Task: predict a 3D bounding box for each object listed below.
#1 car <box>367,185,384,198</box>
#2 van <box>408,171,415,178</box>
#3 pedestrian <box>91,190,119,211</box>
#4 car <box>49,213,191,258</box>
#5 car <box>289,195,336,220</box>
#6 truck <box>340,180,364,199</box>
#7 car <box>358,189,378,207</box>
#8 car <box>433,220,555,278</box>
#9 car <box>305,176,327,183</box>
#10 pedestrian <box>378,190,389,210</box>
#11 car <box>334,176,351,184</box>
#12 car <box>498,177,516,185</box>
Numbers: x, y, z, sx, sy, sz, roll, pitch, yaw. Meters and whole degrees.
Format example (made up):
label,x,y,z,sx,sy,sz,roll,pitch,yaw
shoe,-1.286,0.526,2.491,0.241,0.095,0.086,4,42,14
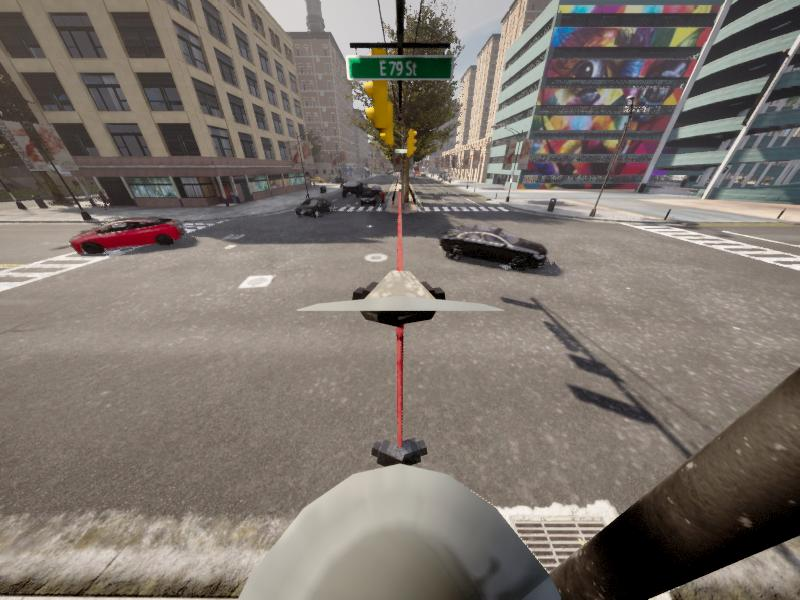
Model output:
label,x,y,z,sx,sy,sz,roll,pitch,yaw
car,-3.698,-16.866,35.825,2.033,1.411,5.357,0,30,0
van,4.490,-50.504,93.045,2.351,2.431,6.366,0,30,0
pedestrian,-29.210,-9.868,22.884,0.751,1.860,0.751,-1,30,-2
car,-15.096,-3.767,13.005,4.514,1.525,2.007,-17,34,-27
car,-8.002,-8.806,21.764,1.837,1.490,4.892,5,30,8
truck,-7.183,-17.091,35.509,2.390,2.098,6.274,0,30,0
car,-3.718,-12.398,27.872,1.851,1.617,3.988,0,30,0
car,4.329,-2.642,11.071,4.902,1.511,2.128,16,34,26
car,-23.827,-34.247,65.742,5.366,1.575,1.801,-1,30,-2
pedestrian,-1.759,-10.635,24.516,0.751,1.860,0.751,-19,35,-30
car,-15.520,-32.543,62.501,3.866,1.878,1.905,7,31,11
car,27.196,-30.383,58.961,2.161,1.482,4.786,0,30,0
